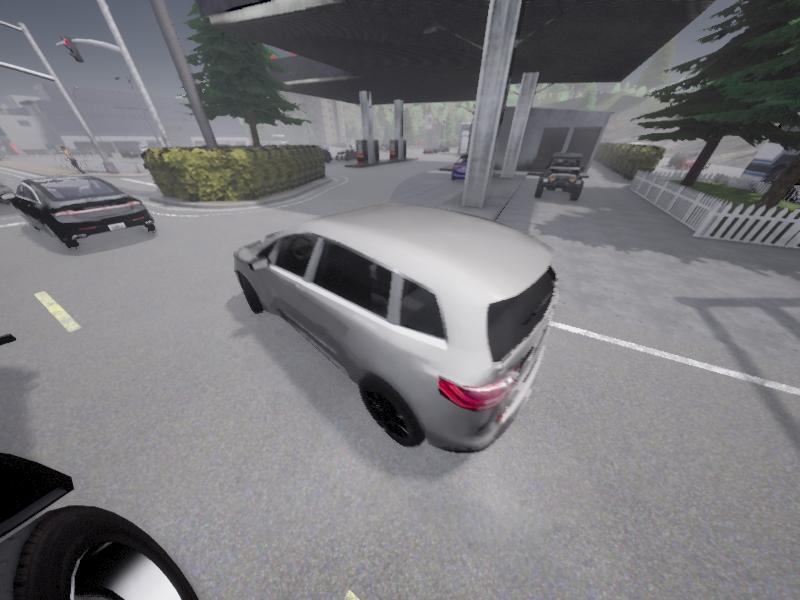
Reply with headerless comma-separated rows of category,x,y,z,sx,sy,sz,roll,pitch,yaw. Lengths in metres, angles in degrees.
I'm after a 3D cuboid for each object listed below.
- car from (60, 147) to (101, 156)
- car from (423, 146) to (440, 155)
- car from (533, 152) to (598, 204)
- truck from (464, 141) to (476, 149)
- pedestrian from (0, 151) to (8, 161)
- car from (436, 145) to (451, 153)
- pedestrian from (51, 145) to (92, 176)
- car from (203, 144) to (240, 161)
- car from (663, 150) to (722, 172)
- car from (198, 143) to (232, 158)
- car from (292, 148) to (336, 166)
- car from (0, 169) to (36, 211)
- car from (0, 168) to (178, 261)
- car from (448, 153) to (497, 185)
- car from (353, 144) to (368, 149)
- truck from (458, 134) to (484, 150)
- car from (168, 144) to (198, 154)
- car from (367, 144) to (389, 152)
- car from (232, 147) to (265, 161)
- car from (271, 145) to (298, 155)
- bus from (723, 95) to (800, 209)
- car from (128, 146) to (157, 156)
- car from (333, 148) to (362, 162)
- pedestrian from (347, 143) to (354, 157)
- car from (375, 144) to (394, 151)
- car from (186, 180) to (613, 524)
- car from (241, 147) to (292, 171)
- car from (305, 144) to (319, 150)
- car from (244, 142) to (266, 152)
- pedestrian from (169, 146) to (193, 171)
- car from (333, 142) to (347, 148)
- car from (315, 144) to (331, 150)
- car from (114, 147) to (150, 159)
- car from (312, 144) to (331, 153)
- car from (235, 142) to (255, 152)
car,-63.323,-29.507,45.871,1.816,1.474,4.193,17,38,23
car,6.576,-31.275,48.263,1.994,1.385,4.181,17,38,23
car,8.444,-6.521,12.074,1.905,1.878,3.866,17,38,23
truck,24.344,-53.991,80.350,2.390,2.098,6.274,17,38,23
pedestrian,-50.563,-18.404,28.831,0.751,1.860,0.751,-28,43,-34
car,10.046,-34.891,53.378,1.816,1.474,4.193,17,38,24
pedestrian,-23.996,-10.234,16.928,0.751,1.860,0.751,-15,37,-20
car,-24.004,-19.936,31.159,3.866,1.878,1.905,17,38,23
car,28.168,-13.604,22.524,2.007,1.525,4.514,18,38,24
car,-29.327,-23.701,36.653,4.605,1.855,1.932,17,38,23
car,-10.582,-17.859,28.735,2.033,1.649,4.856,17,38,24
car,-19.318,-4.551,9.607,4.674,1.442,1.812,0,35,-1
car,-9.355,-2.749,6.719,4.902,1.511,2.128,18,38,23
car,5.560,-10.092,17.536,2.242,1.667,4.611,17,38,23
car,-13.763,-54.197,81.343,4.792,1.488,2.163,17,38,23
truck,20.788,-46.781,68.435,2.891,3.827,8.468,-11,36,-15
car,-43.069,-29.949,45.827,5.027,1.636,2.152,17,38,23
car,-5.469,-38.379,58.160,5.027,1.636,2.152,17,38,23
car,-21.871,-21.199,33.474,3.806,1.475,1.970,17,38,23
car,-22.722,-29.576,45.460,4.514,1.523,2.007,17,38,23
bus,19.453,-5.722,8.785,3.944,4.253,10.273,18,39,24
car,-45.866,-26.585,41.120,3.806,1.475,1.970,17,38,23
car,-7.514,-20.951,33.319,1.970,1.475,3.806,17,38,24
pedestrian,-8.384,-25.392,39.087,0.751,1.860,0.751,17,38,23
car,-4.008,-39.956,60.446,4.514,1.523,2.007,17,38,23
car,-0.512,-0.406,3.141,4.611,1.667,2.242,26,42,33
car,-13.714,-14.749,24.026,1.905,1.878,3.866,17,38,24
car,-26.850,-46.997,70.763,3.633,1.501,1.845,17,38,23
car,-35.893,-37.963,57.270,4.605,1.855,1.932,17,38,23
pedestrian,-20.156,-13.024,21.278,0.751,1.860,0.751,17,38,23
car,-21.859,-56.826,84.817,4.605,1.855,1.932,17,39,24
car,-21.772,-43.481,65.685,3.806,1.475,1.970,17,38,23
car,-41.441,-22.783,35.728,4.514,1.523,2.007,17,38,23
car,-17.888,-34.546,52.656,3.633,1.501,1.845,17,38,23
car,-36.927,-36.414,55.002,3.866,1.878,1.905,17,38,23
